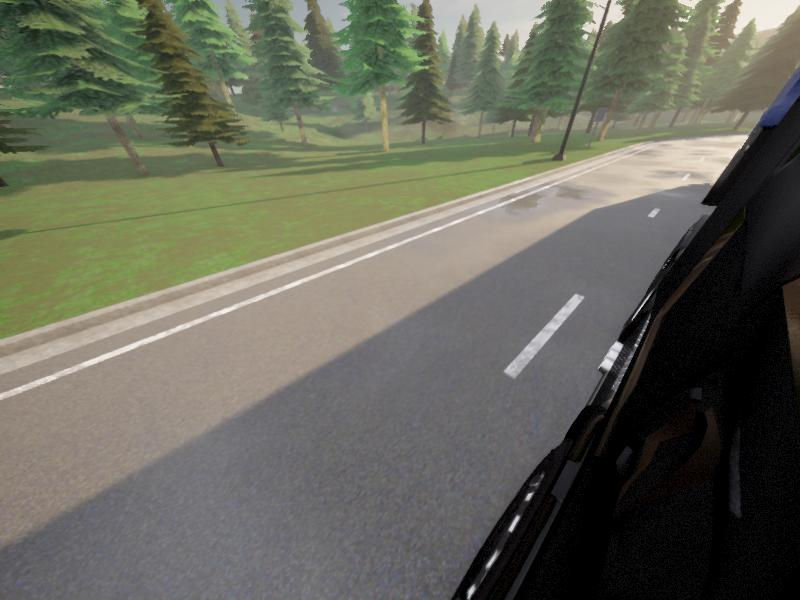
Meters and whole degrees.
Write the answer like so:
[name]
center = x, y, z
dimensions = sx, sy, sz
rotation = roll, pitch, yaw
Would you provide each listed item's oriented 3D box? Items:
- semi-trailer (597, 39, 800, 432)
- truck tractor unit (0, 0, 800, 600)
[semi-trailer]
center = 8.754, -3.572, 4.165
dimensions = 14.254, 4.402, 2.717
rotation = -28, 44, -29
[truck tractor unit]
center = 2.645, -0.295, 0.351
dimensions = 6.516, 4.208, 3.053
rotation = -28, 44, -30
